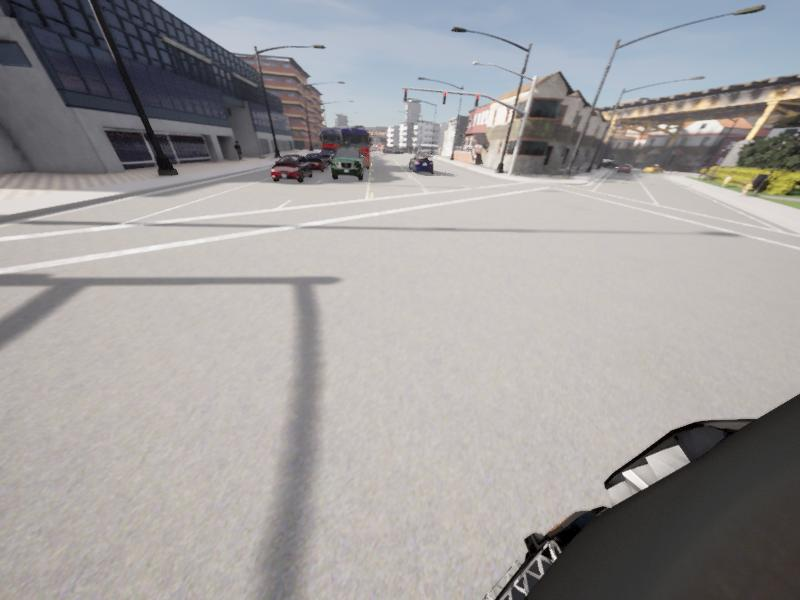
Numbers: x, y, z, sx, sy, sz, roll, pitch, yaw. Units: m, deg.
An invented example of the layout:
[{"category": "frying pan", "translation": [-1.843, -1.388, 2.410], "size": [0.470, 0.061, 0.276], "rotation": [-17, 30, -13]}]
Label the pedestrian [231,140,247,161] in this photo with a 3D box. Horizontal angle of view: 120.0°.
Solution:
[{"category": "pedestrian", "translation": [-16.931, -15.713, 24.331], "size": [0.751, 1.860, 0.751], "rotation": [-6, 34, -13]}]

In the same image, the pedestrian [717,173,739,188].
[{"category": "pedestrian", "translation": [35.175, -12.860, 24.814], "size": [0.751, 1.300, 0.751], "rotation": [-27, 44, -37]}]

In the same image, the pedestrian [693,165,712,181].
[{"category": "pedestrian", "translation": [43.501, -18.293, 33.230], "size": [0.751, 1.860, 0.751], "rotation": [27, 40, 31]}]

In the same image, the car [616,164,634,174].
[{"category": "car", "translation": [43.318, -25.235, 44.455], "size": [1.970, 1.475, 3.806], "rotation": [27, 40, 32]}]

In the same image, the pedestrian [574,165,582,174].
[{"category": "pedestrian", "translation": [26.055, -19.113, 33.785], "size": [0.500, 1.100, 0.500], "rotation": [28, 41, 33]}]

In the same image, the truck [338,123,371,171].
[{"category": "truck", "translation": [-4.780, -17.187, 26.002], "size": [2.891, 3.827, 8.468], "rotation": [-1, 34, -6]}]

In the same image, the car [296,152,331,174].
[{"category": "car", "translation": [-7.870, -12.788, 21.463], "size": [1.994, 1.385, 4.181], "rotation": [0, 34, -5]}]

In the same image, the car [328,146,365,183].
[{"category": "car", "translation": [-3.904, -10.666, 17.956], "size": [2.150, 2.045, 5.566], "rotation": [-1, 34, -6]}]

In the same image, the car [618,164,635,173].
[{"category": "car", "translation": [47.228, -27.470, 48.164], "size": [1.970, 1.475, 3.806], "rotation": [27, 40, 32]}]

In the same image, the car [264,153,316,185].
[{"category": "car", "translation": [-7.198, -8.916, 15.580], "size": [1.816, 1.474, 4.193], "rotation": [-1, 34, -5]}]

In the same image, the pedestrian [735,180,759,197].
[{"category": "pedestrian", "translation": [26.962, -8.663, 17.958], "size": [0.500, 1.100, 0.500], "rotation": [29, 42, 34]}]

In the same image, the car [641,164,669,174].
[{"category": "car", "translation": [55.789, -28.612, 50.474], "size": [5.366, 1.575, 1.801], "rotation": [-11, 37, -21]}]

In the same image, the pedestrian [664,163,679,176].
[{"category": "pedestrian", "translation": [47.409, -22.780, 40.359], "size": [0.751, 1.860, 0.751], "rotation": [-14, 37, -24]}]

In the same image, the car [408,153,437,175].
[{"category": "car", "translation": [2.293, -14.747, 24.893], "size": [2.242, 1.667, 4.611], "rotation": [-1, 34, -6]}]

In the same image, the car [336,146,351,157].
[{"category": "car", "translation": [-10.110, -26.781, 41.602], "size": [1.994, 1.385, 4.181], "rotation": [-1, 35, -6]}]

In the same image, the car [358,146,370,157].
[{"category": "car", "translation": [-6.834, -28.264, 43.912], "size": [1.970, 1.475, 3.806], "rotation": [-1, 35, -5]}]

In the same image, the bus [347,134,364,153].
[{"category": "bus", "translation": [-12.963, -46.338, 68.554], "size": [3.944, 4.253, 10.273], "rotation": [-1, 33, -6]}]

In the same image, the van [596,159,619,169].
[{"category": "van", "translation": [59.045, -38.773, 65.797], "size": [2.069, 2.038, 4.480], "rotation": [-1, 33, -6]}]

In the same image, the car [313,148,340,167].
[{"category": "car", "translation": [-8.502, -16.750, 27.104], "size": [2.038, 1.542, 4.974], "rotation": [-1, 34, -6]}]

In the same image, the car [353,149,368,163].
[{"category": "car", "translation": [-5.685, -21.141, 33.790], "size": [1.812, 1.442, 4.674], "rotation": [-1, 35, -5]}]

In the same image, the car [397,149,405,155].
[{"category": "car", "translation": [0.278, -48.288, 75.365], "size": [1.994, 1.385, 4.181], "rotation": [-1, 32, -6]}]

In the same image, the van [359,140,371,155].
[{"category": "van", "translation": [-7.481, -32.778, 49.669], "size": [2.351, 2.431, 6.366], "rotation": [-1, 34, -6]}]

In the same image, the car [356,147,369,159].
[{"category": "car", "translation": [-6.278, -24.719, 38.848], "size": [1.816, 1.474, 4.193], "rotation": [-1, 35, -6]}]

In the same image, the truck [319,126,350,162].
[{"category": "truck", "translation": [-9.265, -22.777, 33.770], "size": [2.891, 3.827, 8.468], "rotation": [-1, 35, -6]}]
